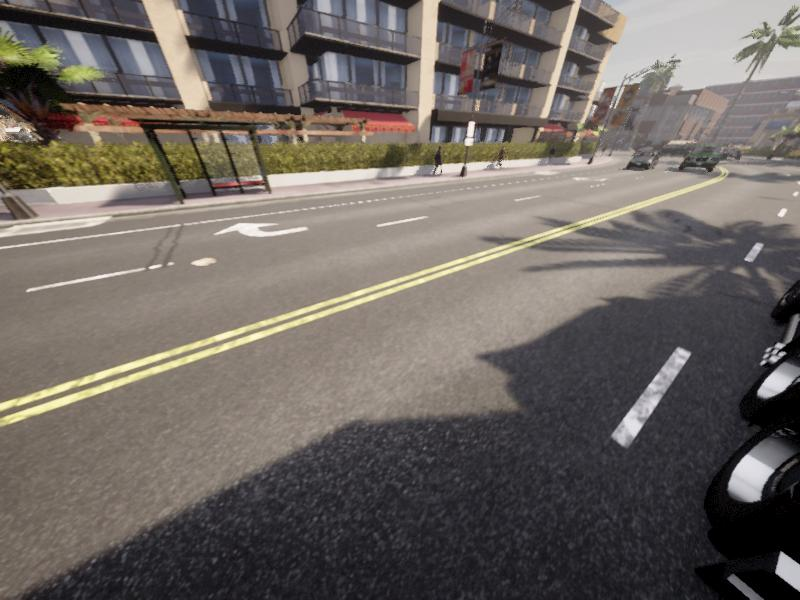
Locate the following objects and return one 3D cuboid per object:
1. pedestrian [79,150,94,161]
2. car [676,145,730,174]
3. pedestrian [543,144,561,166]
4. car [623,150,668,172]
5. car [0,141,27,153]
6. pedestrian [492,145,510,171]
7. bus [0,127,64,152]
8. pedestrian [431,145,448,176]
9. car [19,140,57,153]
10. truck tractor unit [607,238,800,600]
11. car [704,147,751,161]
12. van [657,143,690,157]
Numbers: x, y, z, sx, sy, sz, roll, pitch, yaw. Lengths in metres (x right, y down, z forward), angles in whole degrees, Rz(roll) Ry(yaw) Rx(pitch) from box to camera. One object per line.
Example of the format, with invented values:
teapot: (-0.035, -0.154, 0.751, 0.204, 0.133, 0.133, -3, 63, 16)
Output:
pedestrian: (-36.410, -16.786, 26.852, 0.500, 1.100, 0.500, -20, 39, -26)
car: (28.260, -13.228, 21.541, 5.566, 2.045, 2.150, -26, 43, -33)
pedestrian: (15.572, -14.884, 23.720, 0.751, 1.860, 0.751, -18, 39, -24)
car: (23.740, -13.549, 22.366, 3.988, 1.617, 1.851, -24, 42, -31)
car: (-79.312, -31.153, 47.040, 1.905, 1.878, 3.866, -20, 40, -27)
pedestrian: (8.619, -12.160, 19.739, 0.751, 1.860, 0.751, -24, 41, -31)
bus: (-85.025, -37.213, 53.677, 3.944, 4.253, 10.273, -20, 40, -27)
pedestrian: (2.856, -10.233, 16.918, 0.751, 1.860, 0.751, -21, 40, -28)
car: (-76.814, -32.678, 49.113, 2.150, 2.045, 5.566, -20, 40, -27)
truck tractor unit: (5.063, -0.345, 0.849, 6.516, 4.208, 3.053, -20, 40, -26)
car: (50.488, -22.735, 35.798, 2.152, 1.651, 5.027, 17, 38, 22)
van: (50.592, -27.824, 42.840, 1.775, 1.987, 4.442, 12, 36, 16)
